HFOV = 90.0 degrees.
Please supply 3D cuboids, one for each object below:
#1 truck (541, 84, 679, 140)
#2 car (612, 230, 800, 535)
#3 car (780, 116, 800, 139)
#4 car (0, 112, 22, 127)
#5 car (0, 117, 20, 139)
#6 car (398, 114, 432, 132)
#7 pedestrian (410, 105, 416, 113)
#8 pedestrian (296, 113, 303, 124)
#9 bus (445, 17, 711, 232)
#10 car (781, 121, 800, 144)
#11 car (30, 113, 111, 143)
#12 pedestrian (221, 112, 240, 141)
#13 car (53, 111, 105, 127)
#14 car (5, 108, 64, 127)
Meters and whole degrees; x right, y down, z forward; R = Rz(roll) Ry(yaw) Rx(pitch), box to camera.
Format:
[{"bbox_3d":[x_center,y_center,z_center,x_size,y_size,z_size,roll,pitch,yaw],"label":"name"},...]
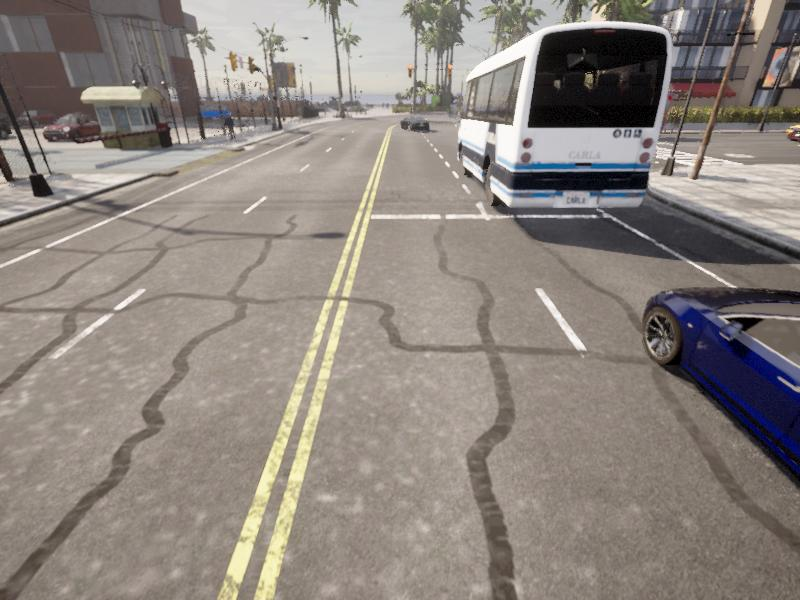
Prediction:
[{"bbox_3d":[16.066,-14.736,31.370,8.468,3.827,2.891,2,27,3],"label":"truck"},{"bbox_3d":[4.194,0.839,3.413,2.163,1.488,4.792,0,27,0],"label":"car"},{"bbox_3d":[33.896,-13.695,31.714,5.366,1.575,1.801,0,27,0],"label":"car"},{"bbox_3d":[-46.322,-20.466,45.470,2.161,1.482,4.786,0,27,0],"label":"car"},{"bbox_3d":[-32.411,-12.990,30.461,2.097,1.535,5.008,0,27,0],"label":"car"},{"bbox_3d":[1.450,-17.541,39.651,1.994,1.385,4.181,-9,28,-16],"label":"car"},{"bbox_3d":[2.505,-36.648,76.865,0.751,1.300,0.751,-19,32,-32],"label":"pedestrian"},{"bbox_3d":[-11.983,-21.712,47.812,0.500,1.100,0.500,2,27,5],"label":"pedestrian"},{"bbox_3d":[4.062,-5.760,13.294,3.944,4.253,10.273,0,25,0],"label":"bus"},{"bbox_3d":[30.502,-11.991,28.618,4.181,1.385,1.994,0,27,0],"label":"car"},{"bbox_3d":[-24.812,-13.150,30.463,2.185,1.767,4.553,0,27,0],"label":"car"},{"bbox_3d":[-12.379,-12.693,29.260,0.751,1.860,0.751,-1,27,-2],"label":"pedestrian"},{"bbox_3d":[-36.316,-20.555,45.426,2.002,1.452,4.674,0,27,0],"label":"car"},{"bbox_3d":[-41.262,-20.695,45.358,2.185,1.767,4.553,0,27,0],"label":"car"}]
